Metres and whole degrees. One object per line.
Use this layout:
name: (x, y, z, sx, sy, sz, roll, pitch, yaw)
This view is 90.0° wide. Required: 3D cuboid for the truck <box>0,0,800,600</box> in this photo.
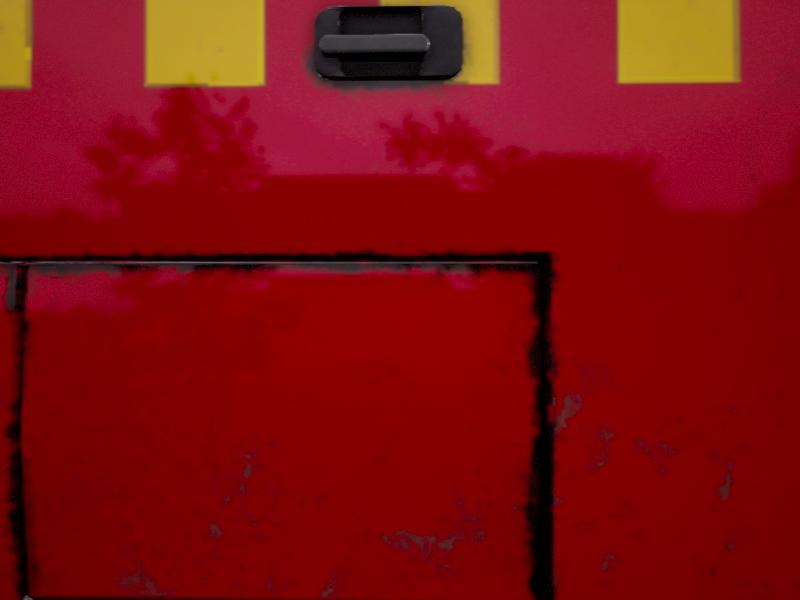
truck: (0.221, -0.920, 2.148, 8.468, 3.827, 2.891, 0, 0, 1)
